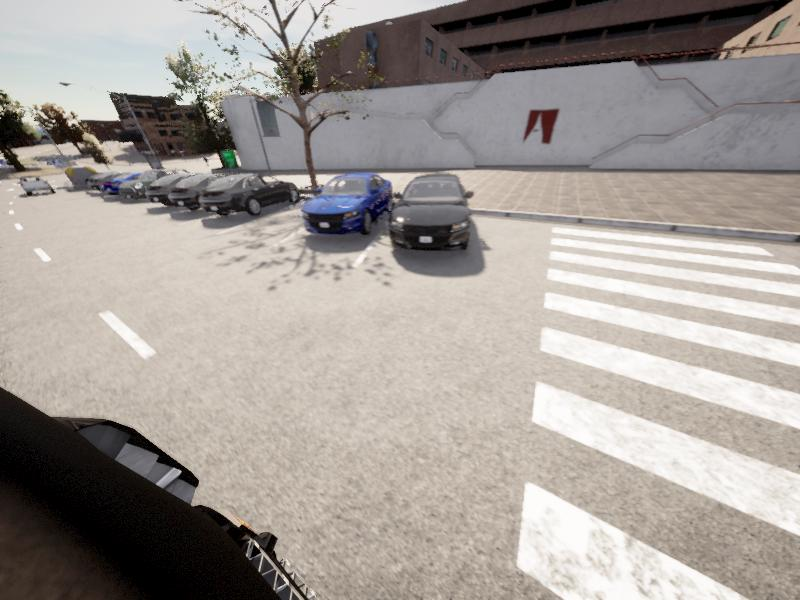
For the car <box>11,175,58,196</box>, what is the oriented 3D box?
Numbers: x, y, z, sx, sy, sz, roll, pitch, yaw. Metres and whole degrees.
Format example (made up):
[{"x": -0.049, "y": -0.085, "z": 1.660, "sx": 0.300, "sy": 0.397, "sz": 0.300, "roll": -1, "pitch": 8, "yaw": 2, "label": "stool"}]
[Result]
[{"x": -35.477, "y": -11.234, "z": 22.495, "sx": 3.633, "sy": 1.501, "sz": 1.845, "roll": 20, "pitch": 39, "yaw": 31, "label": "car"}]

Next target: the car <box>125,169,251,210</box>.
[{"x": -11.723, "y": -6.547, "z": 13.410, "sx": 2.231, "sy": 1.521, "sz": 4.892, "roll": 5, "pitch": 33, "yaw": 12, "label": "car"}]

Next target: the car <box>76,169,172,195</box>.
[{"x": -24.056, "y": -10.523, "z": 20.487, "sx": 2.231, "sy": 1.521, "sz": 4.892, "roll": 6, "pitch": 33, "yaw": 14, "label": "car"}]

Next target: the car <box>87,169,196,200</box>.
[{"x": -19.165, "y": -8.898, "z": 17.597, "sx": 2.097, "sy": 1.535, "sz": 5.008, "roll": 6, "pitch": 33, "yaw": 13, "label": "car"}]

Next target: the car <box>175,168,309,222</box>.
[{"x": -6.679, "y": -5.038, "z": 10.714, "sx": 2.231, "sy": 1.521, "sz": 4.892, "roll": 4, "pitch": 33, "yaw": 11, "label": "car"}]

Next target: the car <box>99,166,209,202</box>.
[{"x": -16.691, "y": -8.227, "z": 16.144, "sx": 2.185, "sy": 1.767, "sz": 4.553, "roll": 6, "pitch": 33, "yaw": 12, "label": "car"}]

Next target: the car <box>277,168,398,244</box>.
[{"x": -1.580, "y": -3.577, "z": 8.099, "sx": 2.097, "sy": 1.535, "sz": 5.008, "roll": 4, "pitch": 33, "yaw": 10, "label": "car"}]

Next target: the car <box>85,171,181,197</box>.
[{"x": -21.608, "y": -9.674, "z": 19.058, "sx": 2.002, "sy": 1.452, "sz": 4.674, "roll": 6, "pitch": 33, "yaw": 13, "label": "car"}]

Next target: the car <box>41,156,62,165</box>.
[{"x": -85.754, "y": -34.346, "z": 56.873, "sx": 3.988, "sy": 1.617, "sz": 1.851, "roll": 22, "pitch": 40, "yaw": 26, "label": "car"}]

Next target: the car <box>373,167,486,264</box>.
[{"x": 0.980, "y": -2.846, "z": 6.799, "sx": 2.097, "sy": 1.535, "sz": 5.008, "roll": 4, "pitch": 33, "yaw": 10, "label": "car"}]

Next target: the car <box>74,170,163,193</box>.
[{"x": -26.465, "y": -11.351, "z": 22.008, "sx": 2.163, "sy": 1.488, "sz": 4.792, "roll": 7, "pitch": 33, "yaw": 14, "label": "car"}]

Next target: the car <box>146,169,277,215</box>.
[{"x": -9.209, "y": -5.788, "z": 12.053, "sx": 2.231, "sy": 1.521, "sz": 4.892, "roll": 5, "pitch": 33, "yaw": 11, "label": "car"}]

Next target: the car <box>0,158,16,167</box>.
[{"x": -89.189, "y": -30.398, "z": 51.235, "sx": 1.789, "sy": 1.549, "sz": 3.705, "roll": 28, "pitch": 43, "yaw": 33, "label": "car"}]
